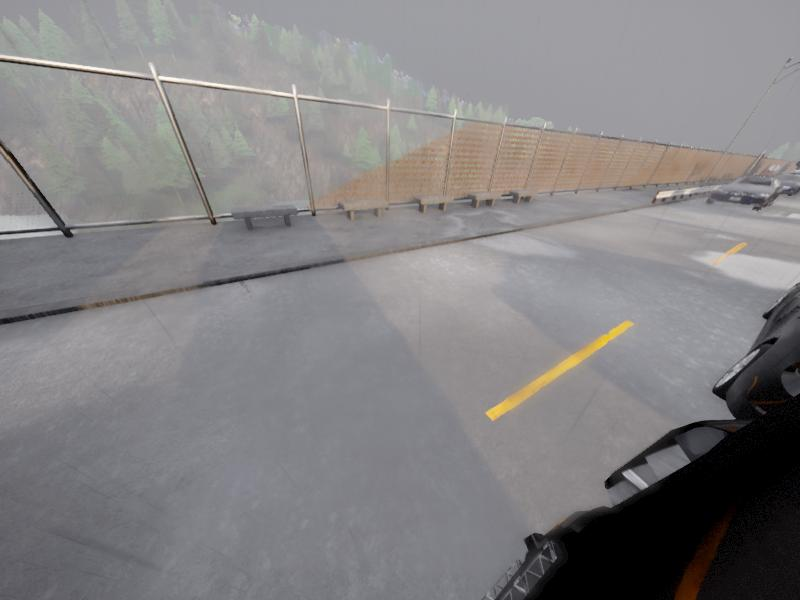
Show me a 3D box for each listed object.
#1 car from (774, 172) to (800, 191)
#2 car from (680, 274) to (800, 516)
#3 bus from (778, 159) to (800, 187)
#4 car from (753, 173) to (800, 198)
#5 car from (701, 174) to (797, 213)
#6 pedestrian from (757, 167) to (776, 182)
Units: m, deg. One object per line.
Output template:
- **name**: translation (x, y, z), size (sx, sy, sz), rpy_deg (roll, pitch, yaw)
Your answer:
- **car**: translation (46.228, -13.738, 26.696), size (4.611, 1.667, 2.242), rpy_deg (-16, 38, -26)
- **car**: translation (5.342, 0.502, 2.212), size (5.008, 1.535, 1.882), rpy_deg (-16, 38, -26)
- **bus**: translation (58.480, -18.210, 32.031), size (10.273, 4.253, 3.944), rpy_deg (-16, 38, -26)
- **car**: translation (35.009, -10.530, 21.034), size (4.856, 1.649, 2.033), rpy_deg (-16, 38, -26)
- **car**: translation (21.225, -6.607, 14.067), size (5.027, 1.651, 2.152), rpy_deg (-16, 38, -26)
- **pedestrian**: translation (55.288, -18.955, 34.845), size (0.751, 1.860, 0.751), rpy_deg (-20, 40, -30)
